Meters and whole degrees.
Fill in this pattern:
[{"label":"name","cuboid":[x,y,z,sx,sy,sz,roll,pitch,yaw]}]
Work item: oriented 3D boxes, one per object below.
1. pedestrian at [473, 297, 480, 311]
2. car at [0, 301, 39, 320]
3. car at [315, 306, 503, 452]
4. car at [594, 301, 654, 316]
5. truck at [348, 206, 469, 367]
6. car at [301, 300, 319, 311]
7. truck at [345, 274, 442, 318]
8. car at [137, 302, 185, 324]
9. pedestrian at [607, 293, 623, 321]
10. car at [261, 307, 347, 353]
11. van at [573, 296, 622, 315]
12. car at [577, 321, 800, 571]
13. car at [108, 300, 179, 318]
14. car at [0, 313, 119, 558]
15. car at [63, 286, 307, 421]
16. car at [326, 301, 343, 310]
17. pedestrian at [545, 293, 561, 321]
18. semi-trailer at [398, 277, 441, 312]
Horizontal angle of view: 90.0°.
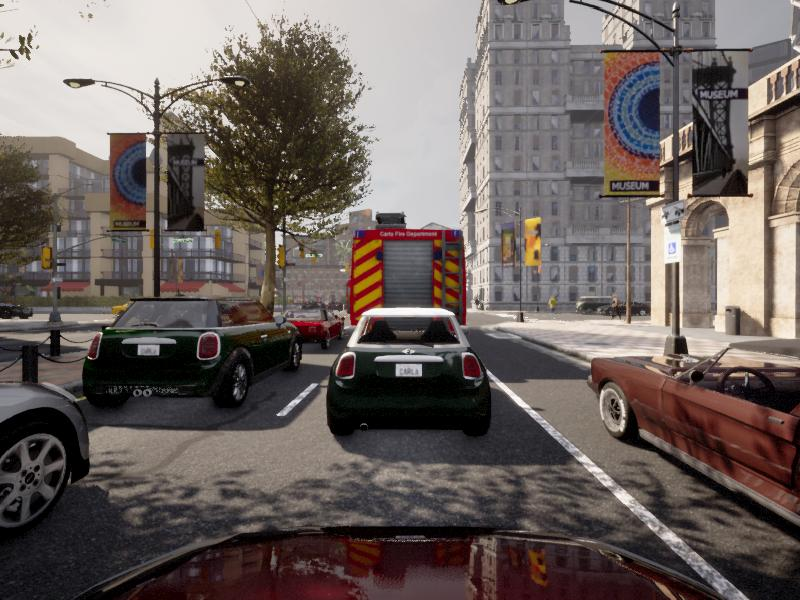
[{"label":"pedestrian","cuboid":[10.390,0.485,54.048,0.751,1.860,0.751,0,0,-7]},{"label":"car","cuboid":[-33.605,0.826,33.483,4.974,1.542,2.038,0,0,0]},{"label":"car","cuboid":[0.119,0.853,6.110,1.970,1.475,3.806,0,0,1]},{"label":"car","cuboid":[22.181,0.844,39.726,4.892,1.490,1.837,0,0,1]},{"label":"truck","cuboid":[0.274,-0.321,13.781,2.891,3.827,8.468,0,0,1]},{"label":"car","cuboid":[-13.798,0.815,61.323,1.789,1.549,3.705,0,0,1]},{"label":"truck","cuboid":[-0.569,-0.321,36.545,8.468,3.827,2.891,0,0,1]},{"label":"car","cuboid":[-17.252,0.870,28.773,4.674,1.442,1.812,0,0,44]},{"label":"pedestrian","cuboid":[14.626,0.485,27.179,0.751,1.860,0.751,0,0,8]},{"label":"car","cuboid":[-3.218,0.944,14.445,1.895,1.301,4.718,0,0,1]},{"label":"van","cuboid":[21.300,0.599,43.240,4.442,1.987,1.775,0,0,1]},{"label":"car","cuboid":[3.308,0.938,3.058,1.895,1.301,4.718,0,0,1]},{"label":"car","cuboid":[-23.655,0.800,37.054,5.366,1.575,1.801,0,0,-2]},{"label":"car","cuboid":[-3.473,0.853,1.600,1.970,1.475,3.806,0,0,1]},{"label":"car","cuboid":[-3.355,0.694,7.527,2.097,1.767,4.553,0,0,1]},{"label":"car","cuboid":[-10.261,0.853,63.188,1.970,1.475,3.806,0,0,1]},{"label":"pedestrian","cuboid":[10.615,0.485,27.766,0.751,1.860,0.751,0,0,-13]},{"label":"semi-trailer","cuboid":[2.402,-0.618,57.544,2.717,4.402,14.254,0,0,-12]}]
